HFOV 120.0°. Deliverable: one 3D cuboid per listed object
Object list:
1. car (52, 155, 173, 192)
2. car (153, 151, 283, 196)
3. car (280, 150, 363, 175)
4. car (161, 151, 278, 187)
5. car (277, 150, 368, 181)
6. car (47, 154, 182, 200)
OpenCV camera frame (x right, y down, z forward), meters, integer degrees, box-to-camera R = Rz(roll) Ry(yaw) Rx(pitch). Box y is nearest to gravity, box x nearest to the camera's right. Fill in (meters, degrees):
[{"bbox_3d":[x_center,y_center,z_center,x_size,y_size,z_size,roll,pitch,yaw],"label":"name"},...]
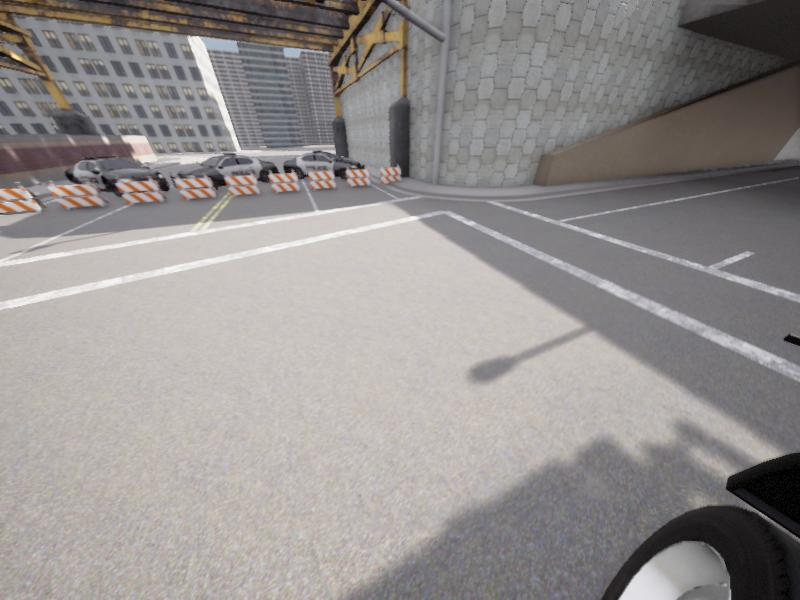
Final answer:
[{"bbox_3d":[-13.775,-6.197,11.133,4.536,1.218,1.853,12,37,17],"label":"car"},{"bbox_3d":[-9.466,-7.090,12.631,2.038,1.542,4.974,19,40,25],"label":"car"},{"bbox_3d":[-4.851,-8.838,14.788,4.536,1.218,1.853,3,35,5],"label":"car"},{"bbox_3d":[-9.440,-7.245,12.576,1.853,1.218,4.536,19,40,25],"label":"car"},{"bbox_3d":[-4.799,-8.707,14.874,4.974,1.542,2.038,3,35,5],"label":"car"},{"bbox_3d":[-13.726,-6.058,11.209,4.974,1.542,2.038,12,37,17],"label":"car"}]
